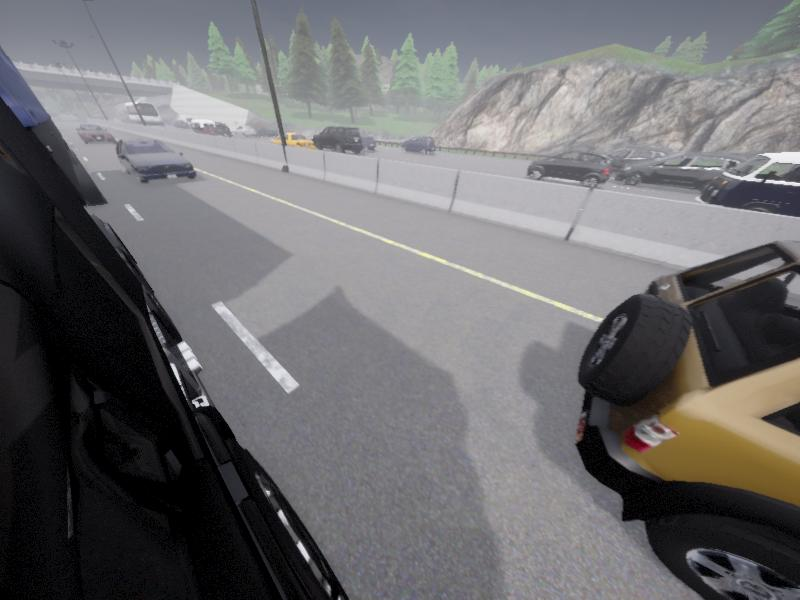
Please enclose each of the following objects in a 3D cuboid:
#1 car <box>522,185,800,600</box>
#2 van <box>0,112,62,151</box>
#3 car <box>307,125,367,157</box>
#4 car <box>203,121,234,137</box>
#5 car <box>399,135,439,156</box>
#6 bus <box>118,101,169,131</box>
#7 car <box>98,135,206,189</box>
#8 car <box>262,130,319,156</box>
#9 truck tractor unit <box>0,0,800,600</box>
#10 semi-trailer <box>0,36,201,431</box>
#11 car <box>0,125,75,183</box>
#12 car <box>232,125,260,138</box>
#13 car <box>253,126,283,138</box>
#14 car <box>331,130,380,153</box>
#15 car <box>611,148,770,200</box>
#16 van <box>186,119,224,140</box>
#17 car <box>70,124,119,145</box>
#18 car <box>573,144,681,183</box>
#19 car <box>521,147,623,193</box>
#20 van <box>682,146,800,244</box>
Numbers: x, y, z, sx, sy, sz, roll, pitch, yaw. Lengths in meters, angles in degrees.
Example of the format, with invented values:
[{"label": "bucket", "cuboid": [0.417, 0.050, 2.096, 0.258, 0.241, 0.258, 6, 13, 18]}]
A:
[{"label": "car", "cuboid": [3.390, 1.135, 0.743, 4.605, 1.855, 1.932, 28, 44, 30]}, {"label": "van", "cuboid": [-27.239, -12.335, 16.841, 4.480, 2.038, 2.069, 28, 44, 30]}, {"label": "car", "cuboid": [-5.774, -14.688, 21.192, 5.566, 2.045, 2.150, 28, 44, 30]}, {"label": "car", "cuboid": [-27.951, -26.300, 35.569, 4.605, 1.855, 1.932, 28, 44, 30]}, {"label": "car", "cuboid": [1.880, -15.909, 23.685, 3.633, 1.501, 1.845, 28, 44, 30]}, {"label": "bus", "cuboid": [-51.362, -36.772, 46.238, 10.273, 4.253, 3.944, 28, 44, 30]}, {"label": "car", "cuboid": [-11.001, -6.247, 10.180, 5.357, 1.411, 2.033, 28, 44, 30]}, {"label": "car", "cuboid": [-9.551, -13.755, 20.123, 5.366, 1.575, 1.801, 28, 44, 30]}, {"label": "truck tractor unit", "cuboid": [-2.645, -0.295, 0.351, 6.516, 4.208, 3.053, 28, 44, 30]}, {"label": "semi-trailer", "cuboid": [-8.666, -3.615, 4.276, 14.254, 4.402, 2.717, 28, 44, 30]}, {"label": "car", "cuboid": [-16.250, -6.381, 9.866, 4.856, 1.649, 2.033, 28, 44, 30]}, {"label": "car", "cuboid": [-24.927, -27.260, 37.382, 4.674, 1.442, 1.812, 28, 44, 30]}, {"label": "car", "cuboid": [-22.678, -28.788, 39.590, 5.357, 1.411, 2.033, 28, 44, 30]}, {"label": "car", "cuboid": [-4.720, -16.689, 24.277, 5.027, 1.651, 2.152, 28, 44, 30]}, {"label": "car", "cuboid": [14.316, -6.686, 11.968, 4.611, 1.667, 2.242, 28, 44, 30]}, {"label": "van", "cuboid": [-25.701, -22.451, 30.425, 4.480, 2.038, 2.069, 28, 44, 30]}, {"label": "car", "cuboid": [-27.799, -15.085, 21.040, 4.181, 1.385, 1.994, 28, 44, 30]}, {"label": "car", "cuboid": [14.734, -9.194, 15.337, 4.611, 1.667, 2.242, 28, 44, 30]}, {"label": "car", "cuboid": [8.726, -6.849, 11.968, 3.705, 1.549, 1.789, 28, 44, 30]}, {"label": "van", "cuboid": [11.672, -2.766, 6.280, 4.480, 2.038, 2.069, 28, 44, 30]}]
